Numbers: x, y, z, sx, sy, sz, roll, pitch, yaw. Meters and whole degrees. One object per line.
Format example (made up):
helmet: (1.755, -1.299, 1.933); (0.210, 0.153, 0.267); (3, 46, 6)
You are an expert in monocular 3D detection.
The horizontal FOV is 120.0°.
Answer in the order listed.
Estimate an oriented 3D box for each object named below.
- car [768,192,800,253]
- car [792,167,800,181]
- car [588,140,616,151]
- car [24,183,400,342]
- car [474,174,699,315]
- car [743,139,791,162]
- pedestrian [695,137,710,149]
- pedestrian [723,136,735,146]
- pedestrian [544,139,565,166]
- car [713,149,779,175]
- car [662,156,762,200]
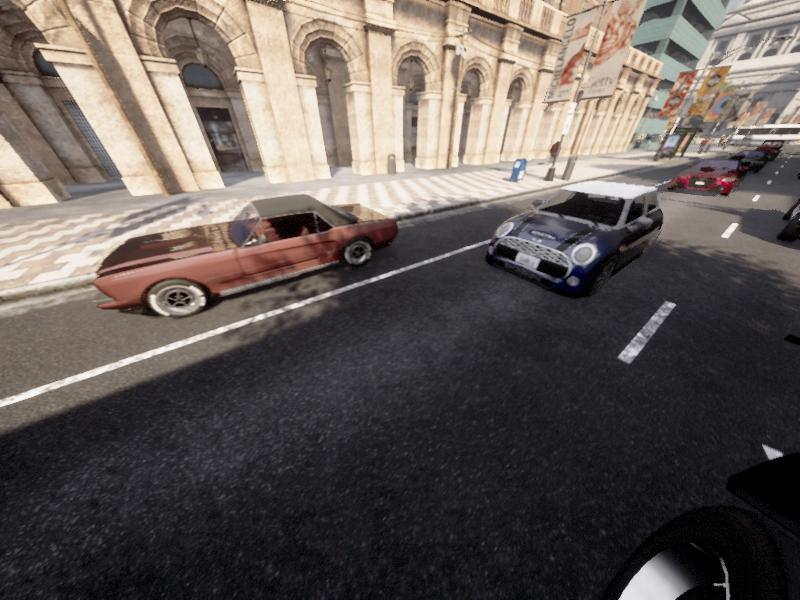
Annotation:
car: (11.757, -2.306, 5.752); (4.974, 1.542, 2.038); (-22, 41, -27)
car: (26.563, -8.239, 14.177); (5.357, 1.411, 2.033); (-22, 41, -28)
car: (37.594, -28.833, 43.062); (4.786, 1.482, 2.161); (-22, 41, -28)
car: (-2.473, -1.189, 4.483); (4.718, 1.301, 1.895); (-22, 41, -28)
car: (3.678, -1.470, 4.684); (3.806, 1.475, 1.970); (-22, 41, -28)
car: (39.219, -16.020, 24.683); (3.866, 1.878, 1.905); (-22, 41, -28)
pedestrian: (55.412, -28.710, 42.276); (0.751, 1.860, 0.751); (-17, 39, -23)
pedestrian: (75.788, -36.578, 53.276); (0.751, 1.860, 0.751); (-21, 40, -27)
pedestrian: (13.301, -12.698, 19.895); (0.751, 1.860, 0.751); (-25, 42, -31)
car: (25.855, -10.397, 17.265); (4.181, 1.385, 1.994); (-22, 41, -28)
car: (15.020, -6.013, 11.134); (4.181, 1.385, 1.994); (-22, 41, -28)
